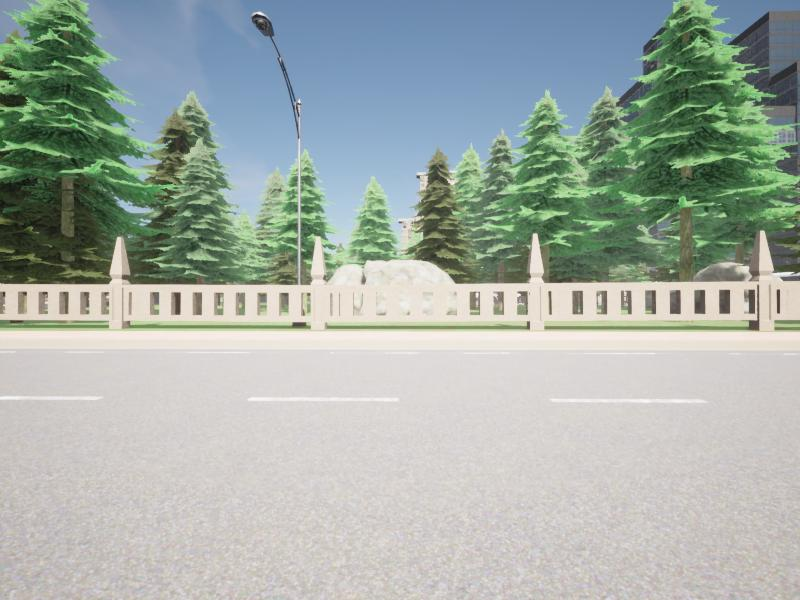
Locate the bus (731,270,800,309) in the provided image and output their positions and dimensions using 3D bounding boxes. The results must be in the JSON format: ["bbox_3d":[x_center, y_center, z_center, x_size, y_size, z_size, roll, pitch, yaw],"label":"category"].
[{"bbox_3d":[45.816,-1.134,47.963,3.944,4.253,10.273,0,0,1],"label":"bus"}]
